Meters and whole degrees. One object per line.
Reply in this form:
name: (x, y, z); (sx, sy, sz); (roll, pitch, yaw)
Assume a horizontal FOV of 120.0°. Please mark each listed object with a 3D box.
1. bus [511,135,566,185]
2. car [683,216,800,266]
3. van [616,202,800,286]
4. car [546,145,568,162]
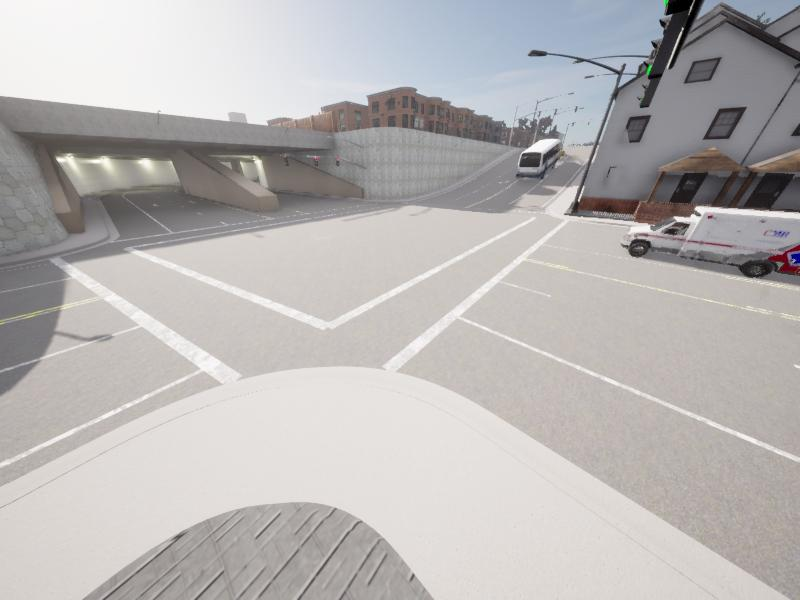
bus: (21.842, -22.115, 36.340); (3.944, 4.253, 10.273); (24, 51, 34)
car: (18.599, -3.250, 12.332); (3.988, 1.617, 1.851); (24, 38, 35)
van: (14.908, -2.901, 10.908); (6.366, 2.431, 2.351); (24, 38, 35)
car: (28.967, -27.085, 42.659); (1.801, 1.575, 5.366); (24, 51, 34)
